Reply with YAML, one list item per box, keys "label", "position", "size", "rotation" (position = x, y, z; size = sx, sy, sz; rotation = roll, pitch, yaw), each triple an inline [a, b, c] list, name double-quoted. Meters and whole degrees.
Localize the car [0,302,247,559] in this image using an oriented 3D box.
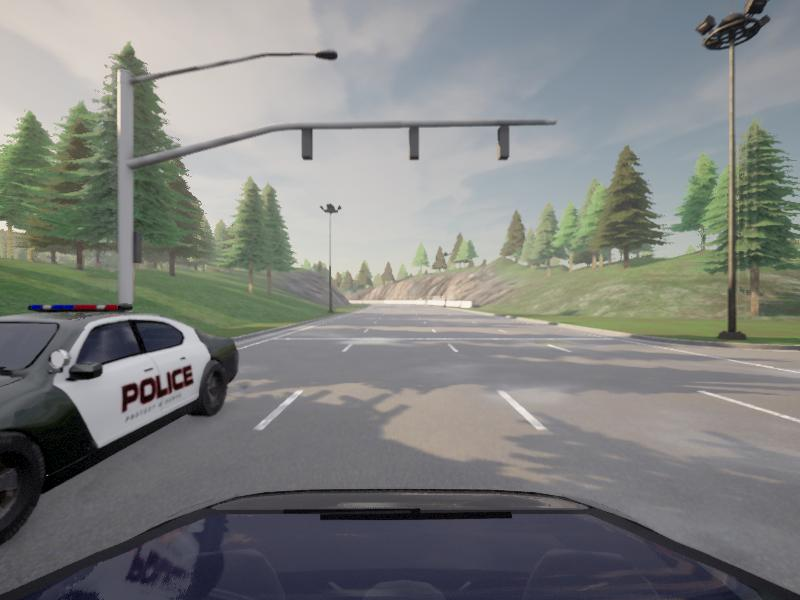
- label: "car"
  position: [-3.500, 0.823, 3.981]
  size: [2.038, 1.542, 4.974]
  rotation: [0, 0, 0]
